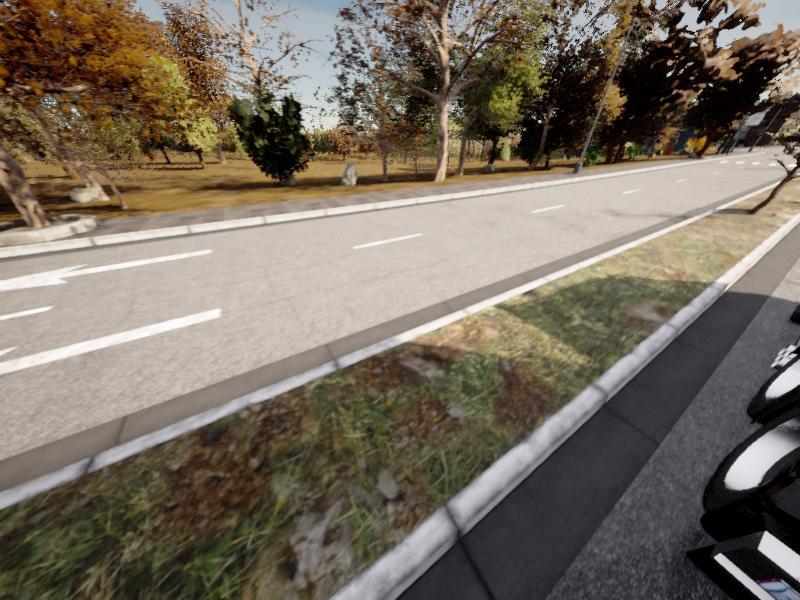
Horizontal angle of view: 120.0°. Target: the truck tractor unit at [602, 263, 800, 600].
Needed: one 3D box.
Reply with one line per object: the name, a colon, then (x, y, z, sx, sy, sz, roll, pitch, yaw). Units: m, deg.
truck tractor unit: (5.108, -0.304, 0.789, 6.516, 4.208, 3.053, -18, 39, -24)
